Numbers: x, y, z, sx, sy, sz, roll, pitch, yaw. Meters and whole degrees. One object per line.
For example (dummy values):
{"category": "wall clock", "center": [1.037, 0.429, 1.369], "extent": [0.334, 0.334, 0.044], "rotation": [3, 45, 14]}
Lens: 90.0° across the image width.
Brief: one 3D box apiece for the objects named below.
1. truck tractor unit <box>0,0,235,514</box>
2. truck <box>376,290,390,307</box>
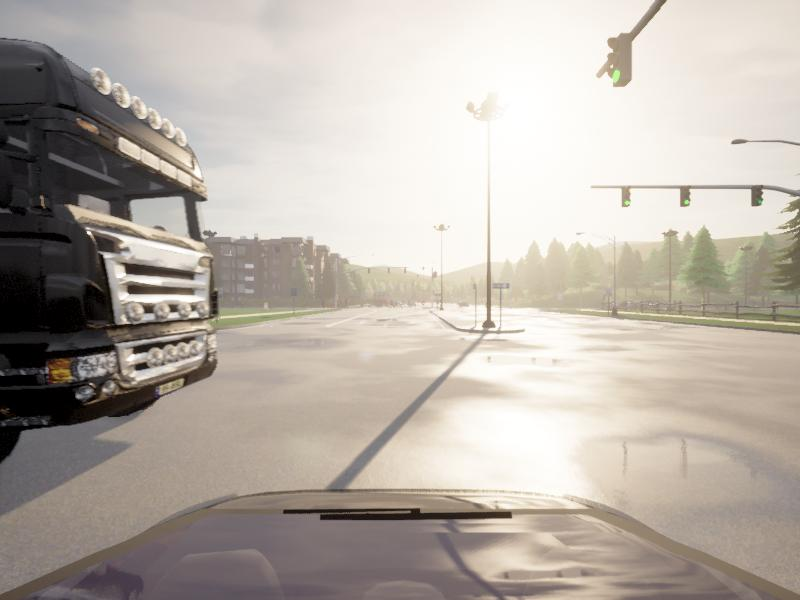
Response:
{"category": "truck tractor unit", "center": [-5.762, -0.518, 4.524], "extent": [6.516, 4.208, 3.053], "rotation": [0, 0, 1]}
{"category": "truck", "center": [-4.035, -0.328, 96.784], "extent": [2.891, 3.827, 8.468], "rotation": [0, 0, 1]}
